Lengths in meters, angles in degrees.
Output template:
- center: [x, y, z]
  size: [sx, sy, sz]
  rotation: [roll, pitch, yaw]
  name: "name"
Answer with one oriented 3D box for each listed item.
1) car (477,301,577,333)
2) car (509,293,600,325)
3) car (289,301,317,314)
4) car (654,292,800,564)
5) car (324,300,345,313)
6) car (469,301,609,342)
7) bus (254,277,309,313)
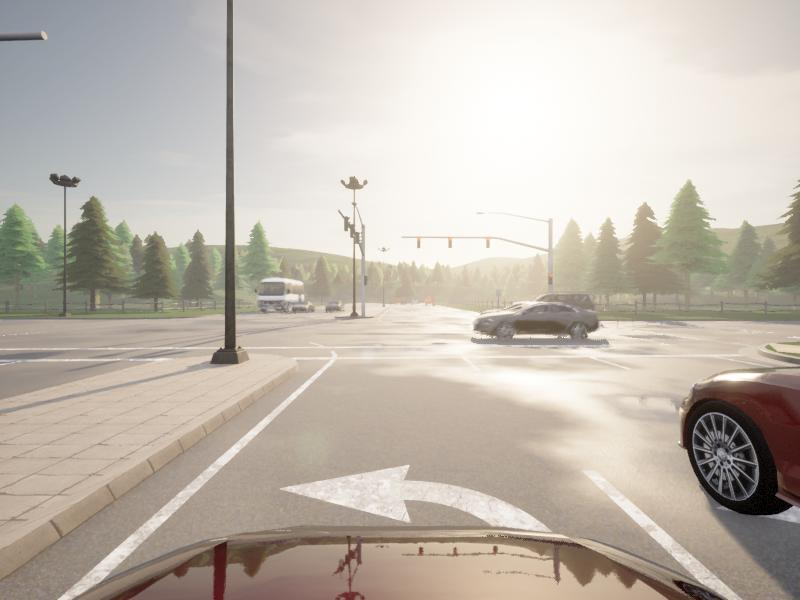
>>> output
- center: [6.751, 0.828, 21.403]
  size: [4.892, 1.490, 1.837]
  rotation: [1, 2, 23]
  name: "car"
- center: [10.515, 0.546, 27.652]
  size: [5.566, 2.045, 2.150]
  rotation: [0, 1, 12]
  name: "car"
- center: [-11.491, 0.853, 47.938]
  size: [2.033, 1.411, 5.357]
  rotation: [0, 0, 0]
  name: "car"
- center: [3.500, 0.779, 1.307]
  size: [2.152, 1.651, 5.027]
  rotation: [0, 0, 0]
  name: "car"
- center: [-7.989, 0.801, 49.311]
  size: [1.837, 1.490, 4.892]
  rotation: [0, 0, 0]
  name: "car"
- center: [5.445, 0.823, 16.176]
  size: [4.902, 1.511, 2.128]
  rotation: [0, 0, -2]
  name: "car"
- center: [-14.867, -0.579, 51.282]
  size: [3.944, 4.253, 10.273]
  rotation: [0, 0, 0]
  name: "bus"
